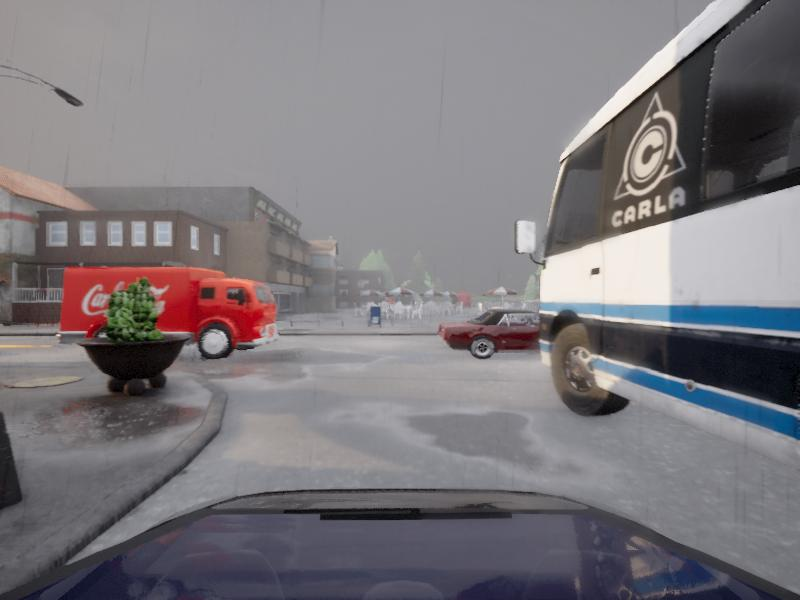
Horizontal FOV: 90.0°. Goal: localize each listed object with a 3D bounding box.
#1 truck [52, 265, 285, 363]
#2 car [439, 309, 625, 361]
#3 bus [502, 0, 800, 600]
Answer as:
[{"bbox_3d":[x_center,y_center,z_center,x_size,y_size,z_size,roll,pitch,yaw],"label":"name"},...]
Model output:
[{"bbox_3d":[-6.304,0.346,11.541,5.204,2.467,2.627,0,0,0],"label":"truck"},{"bbox_3d":[3.557,0.938,11.464,4.718,1.301,1.895,0,0,0],"label":"car"},{"bbox_3d":[3.847,-0.536,2.078,3.944,4.253,10.273,0,0,-1],"label":"bus"}]
